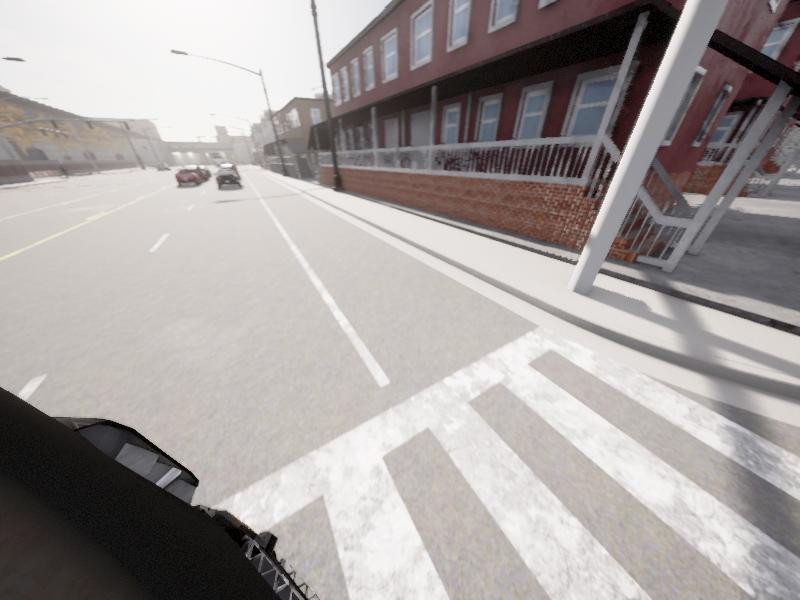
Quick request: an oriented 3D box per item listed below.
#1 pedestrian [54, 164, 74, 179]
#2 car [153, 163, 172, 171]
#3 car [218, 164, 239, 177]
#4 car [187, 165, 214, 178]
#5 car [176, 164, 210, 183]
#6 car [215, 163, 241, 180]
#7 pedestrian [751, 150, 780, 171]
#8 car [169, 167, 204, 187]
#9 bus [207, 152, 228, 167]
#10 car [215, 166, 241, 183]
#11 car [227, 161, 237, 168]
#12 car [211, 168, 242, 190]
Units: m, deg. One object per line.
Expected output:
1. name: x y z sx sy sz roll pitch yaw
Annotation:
1. pedestrian: -49.813 -19.069 34.284 0.751 1.860 0.751 -18 36 -25
2. car: -56.860 -31.990 55.456 2.033 1.649 4.856 -19 36 -26
3. car: -26.091 -19.824 35.258 2.007 1.525 4.514 -18 36 -25
4. car: -28.886 -18.763 33.640 2.128 1.511 4.902 -19 36 -26
5. car: -24.736 -15.303 27.827 2.242 1.667 4.611 -19 36 -26
6. car: -22.503 -16.930 30.384 2.242 1.667 4.611 -18 36 -26
7. pedestrian: 38.220 -14.610 24.174 0.751 1.860 0.751 25 40 35
8. car: -21.638 -12.612 23.563 1.845 1.501 3.633 -19 36 -26
9. bus: -62.855 -48.670 79.918 3.944 4.253 10.273 -19 36 -26
10. car: -19.385 -14.232 26.107 1.845 1.501 3.633 -19 36 -26
11. car: -51.459 -41.548 70.667 2.033 1.649 4.856 -19 36 -26
12. car: -16.087 -11.392 21.546 1.812 1.442 4.674 -19 36 -26
